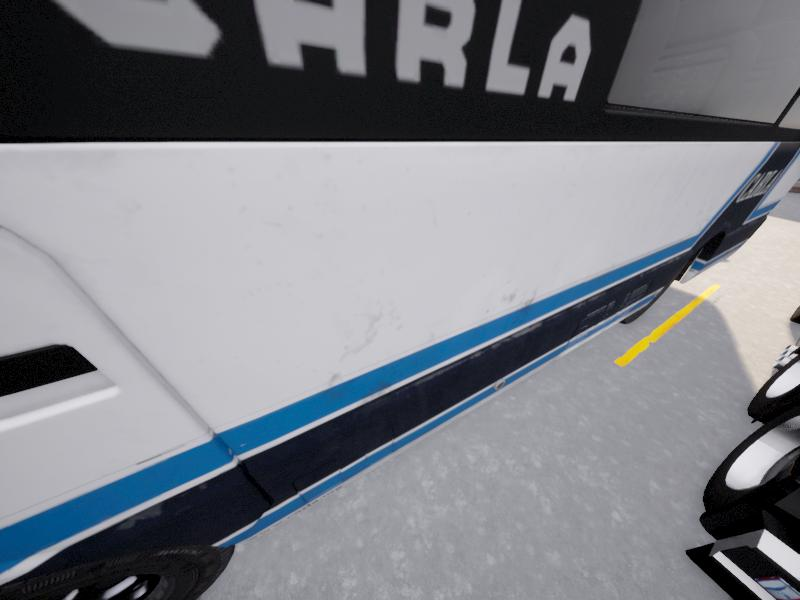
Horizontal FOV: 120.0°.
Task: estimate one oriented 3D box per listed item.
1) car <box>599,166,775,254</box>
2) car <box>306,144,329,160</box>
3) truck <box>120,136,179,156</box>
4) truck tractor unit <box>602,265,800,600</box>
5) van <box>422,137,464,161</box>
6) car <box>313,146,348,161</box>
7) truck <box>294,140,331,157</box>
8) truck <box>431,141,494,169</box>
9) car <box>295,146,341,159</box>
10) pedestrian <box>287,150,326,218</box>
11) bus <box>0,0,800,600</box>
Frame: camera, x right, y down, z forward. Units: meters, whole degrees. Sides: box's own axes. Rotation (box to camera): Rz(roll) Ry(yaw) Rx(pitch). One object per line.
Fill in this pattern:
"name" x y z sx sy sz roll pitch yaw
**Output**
"car" 8.773 -3.027 7.084 4.902 1.511 2.128 -20 40 -27
"car" -11.143 -20.005 31.154 1.789 1.547 3.705 -18 39 -24
"truck" -38.111 -23.597 35.419 5.204 2.467 2.627 -17 39 -24
"truck tractor unit" 5.111 -0.300 0.781 6.516 4.208 3.053 -18 39 -24
"van" 5.588 -20.389 31.088 1.988 2.561 5.915 -18 39 -24
"car" -8.459 -17.931 28.214 3.633 1.501 1.845 -18 39 -24
"truck" -12.916 -22.384 34.136 4.478 2.038 2.069 -18 39 -24
"truck" 6.115 -14.955 23.675 2.390 2.098 6.274 -18 39 -24
"car" -11.116 -20.104 31.422 5.357 1.415 2.033 -18 39 -24
"pedestrian" -2.962 -3.761 7.526 0.751 1.860 0.751 -8 36 -12
"bus" 0.980 -1.488 2.421 10.273 4.253 3.944 -17 38 -23
